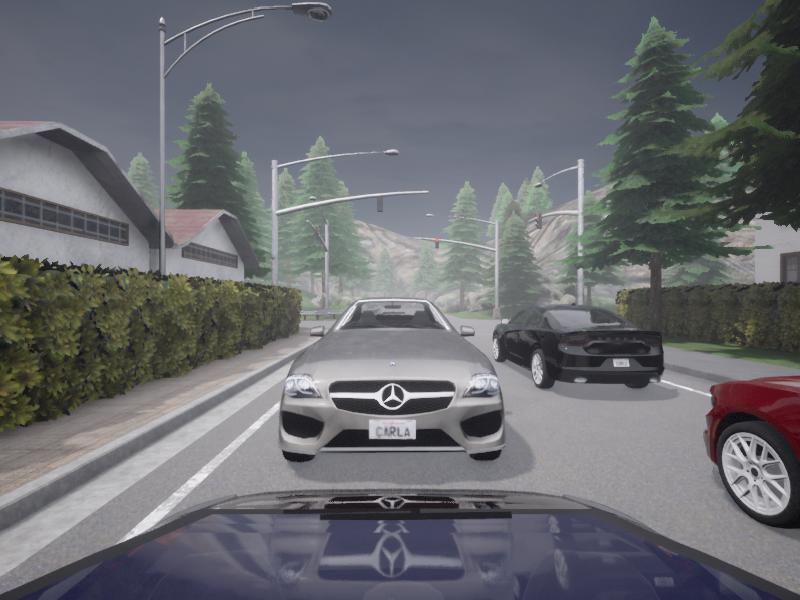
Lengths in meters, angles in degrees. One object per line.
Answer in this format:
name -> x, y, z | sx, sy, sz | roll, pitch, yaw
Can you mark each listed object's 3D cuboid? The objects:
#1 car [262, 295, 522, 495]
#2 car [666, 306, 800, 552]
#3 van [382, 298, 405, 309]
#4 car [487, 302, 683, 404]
car -> -0.106, 0.781, 5.824 | 2.152, 1.651, 5.027 | 0, 0, -1
car -> 3.475, 0.823, 1.271 | 1.882, 1.535, 5.008 | 0, 0, -1
van -> -1.171, 0.574, 73.682 | 2.069, 2.038, 4.480 | 0, 0, -36
car -> 3.393, 0.823, 8.653 | 1.882, 1.535, 5.008 | 0, 0, -1
